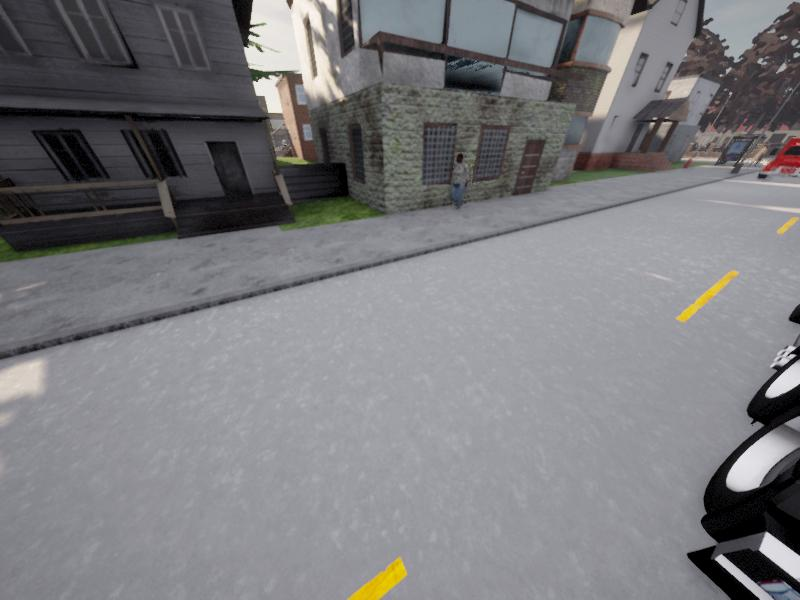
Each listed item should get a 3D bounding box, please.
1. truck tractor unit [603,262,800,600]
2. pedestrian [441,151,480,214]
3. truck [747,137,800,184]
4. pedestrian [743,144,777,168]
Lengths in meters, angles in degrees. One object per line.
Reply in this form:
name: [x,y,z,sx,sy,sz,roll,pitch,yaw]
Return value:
truck tractor unit: [5.108,-0.302,0.796,6.516,4.208,3.053,-18,39,-24]
pedestrian: [2.084,-4.151,8.156,0.751,1.860,0.751,-18,39,-24]
truck: [27.281,-9.534,15.658,5.204,2.467,2.627,-18,39,-24]
pedestrian: [34.136,-13.672,21.936,0.751,1.860,0.751,-8,35,-11]
